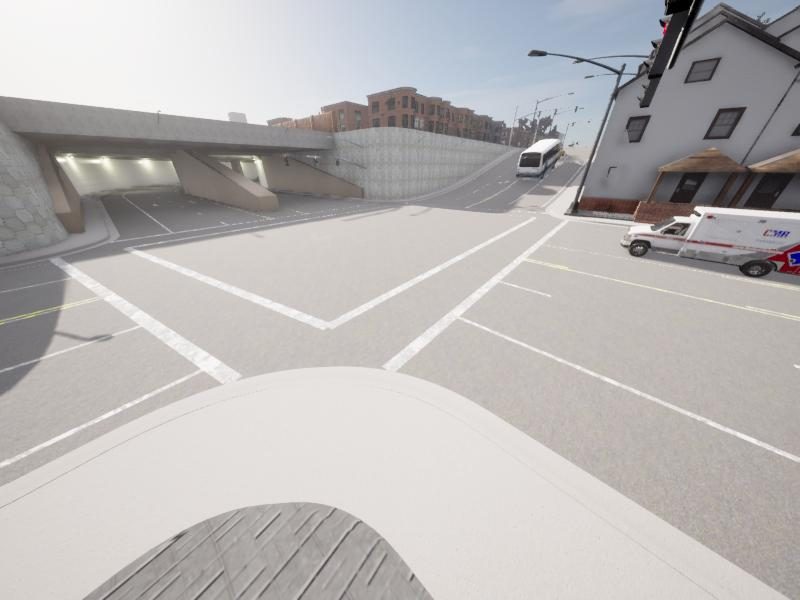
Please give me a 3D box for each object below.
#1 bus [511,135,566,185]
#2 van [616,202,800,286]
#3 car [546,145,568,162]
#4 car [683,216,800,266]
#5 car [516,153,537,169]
[{"bbox_3d":[21.842,-22.115,36.340,3.944,4.253,10.273,24,51,34],"label":"bus"},{"bbox_3d":[14.908,-2.901,10.908,6.366,2.431,2.351,24,38,35],"label":"van"},{"bbox_3d":[28.967,-27.085,42.659,1.801,1.575,5.366,24,51,34],"label":"car"},{"bbox_3d":[18.599,-3.250,12.332,3.988,1.617,1.851,24,38,35],"label":"car"},{"bbox_3d":[23.118,-25.395,42.070,1.812,1.442,4.674,24,51,35],"label":"car"}]
